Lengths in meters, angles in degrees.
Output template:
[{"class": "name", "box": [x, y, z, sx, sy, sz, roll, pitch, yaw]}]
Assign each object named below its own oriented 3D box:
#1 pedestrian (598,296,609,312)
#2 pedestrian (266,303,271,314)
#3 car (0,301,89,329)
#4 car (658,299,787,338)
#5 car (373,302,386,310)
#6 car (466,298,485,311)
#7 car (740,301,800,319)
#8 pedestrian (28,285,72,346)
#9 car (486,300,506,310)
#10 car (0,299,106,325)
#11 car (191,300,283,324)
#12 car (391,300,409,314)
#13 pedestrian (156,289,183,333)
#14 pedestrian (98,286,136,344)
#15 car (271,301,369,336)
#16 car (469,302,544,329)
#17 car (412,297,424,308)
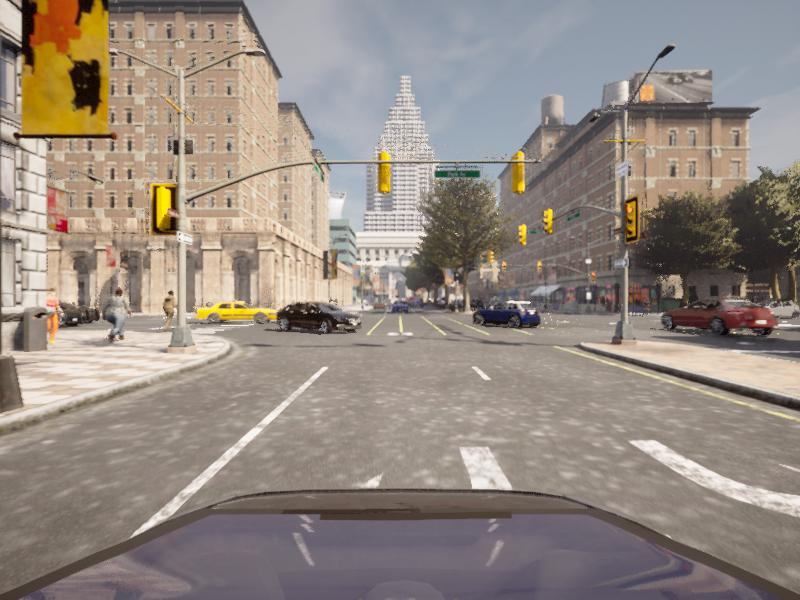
[{"class": "pedestrian", "box": [23.000, 0.456, 45.250, 0.751, 1.860, 0.751, 0, 0, -25]}, {"class": "pedestrian", "box": [-13.538, 0.839, 41.266, 0.500, 1.100, 0.500, 0, 0, -18]}, {"class": "car", "box": [-20.767, 0.814, 22.777, 4.514, 1.525, 2.007, 0, 0, 0]}, {"class": "car", "box": [14.999, 0.768, 19.106, 2.152, 1.651, 5.027, 0, 0, 0]}, {"class": "car", "box": [-3.232, 0.899, 63.303, 1.895, 1.301, 4.718, 0, 0, 0]}, {"class": "car", "box": [11.516, 0.615, 61.239, 1.932, 1.855, 4.605, 0, 0, 0]}, {"class": "car", "box": [31.106, 0.804, 33.551, 3.633, 1.501, 1.845, 0, 0, 0]}, {"class": "pedestrian", "box": [-11.005, 0.477, 12.607, 0.751, 1.860, 0.751, 0, 0, 14]}, {"class": "car", "box": [15.017, 0.789, 62.781, 2.038, 1.542, 4.974, 0, 0, 0]}, {"class": "car", "box": [-22.667, 0.754, 26.264, 5.238, 1.638, 1.930, 0, 0, 0]}, {"class": "car", "box": [-10.783, 0.783, 26.775, 5.366, 1.575, 1.801, 0, 0, -6]}, {"class": "car", "box": [0.027, 0.794, 45.748, 1.882, 1.535, 5.008, 0, 0, 0]}, {"class": "pedestrian", "box": [-10.142, 0.477, 17.628, 0.751, 1.860, 0.751, 0, 0, 9]}, {"class": "pedestrian", "box": [-9.378, 0.476, 13.286, 0.751, 1.860, 0.751, 0, 0, -6]}, {"class": "car", "box": [-3.997, 0.832, 19.545, 4.892, 1.490, 1.837, 0, -1, 36]}, {"class": "car", "box": [6.193, 0.838, 23.580, 1.970, 1.475, 3.806, 0, 0, -38]}, {"class": "car", "box": [3.521, 0.522, 78.933, 2.150, 2.045, 5.566, 0, 0, 0]}]
